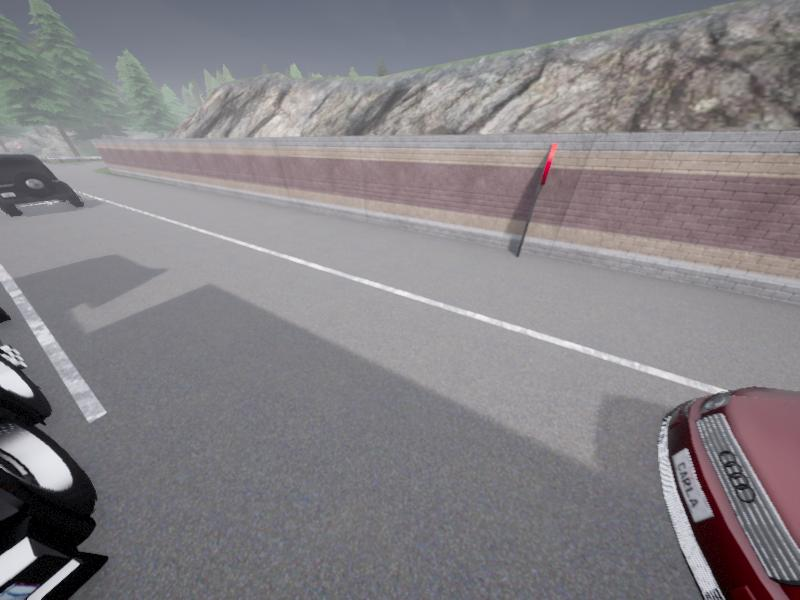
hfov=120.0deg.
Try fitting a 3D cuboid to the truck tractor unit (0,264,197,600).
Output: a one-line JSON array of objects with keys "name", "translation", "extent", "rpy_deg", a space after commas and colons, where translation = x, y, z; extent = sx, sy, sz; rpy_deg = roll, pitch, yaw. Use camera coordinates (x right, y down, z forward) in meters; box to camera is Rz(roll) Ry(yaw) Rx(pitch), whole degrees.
[{"name": "truck tractor unit", "translation": [-5.108, -0.305, 0.777], "extent": [6.516, 4.208, 3.053], "rpy_deg": [18, 39, 24]}]

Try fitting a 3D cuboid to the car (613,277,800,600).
[{"name": "car", "translation": [3.318, 1.470, 0.510], "extent": [3.705, 1.549, 1.789], "rpy_deg": [19, 39, 24]}]

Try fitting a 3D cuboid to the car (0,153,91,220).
[{"name": "car", "translation": [-14.860, -4.611, 9.079], "extent": [3.866, 1.878, 1.905], "rpy_deg": [18, 39, 24]}]
